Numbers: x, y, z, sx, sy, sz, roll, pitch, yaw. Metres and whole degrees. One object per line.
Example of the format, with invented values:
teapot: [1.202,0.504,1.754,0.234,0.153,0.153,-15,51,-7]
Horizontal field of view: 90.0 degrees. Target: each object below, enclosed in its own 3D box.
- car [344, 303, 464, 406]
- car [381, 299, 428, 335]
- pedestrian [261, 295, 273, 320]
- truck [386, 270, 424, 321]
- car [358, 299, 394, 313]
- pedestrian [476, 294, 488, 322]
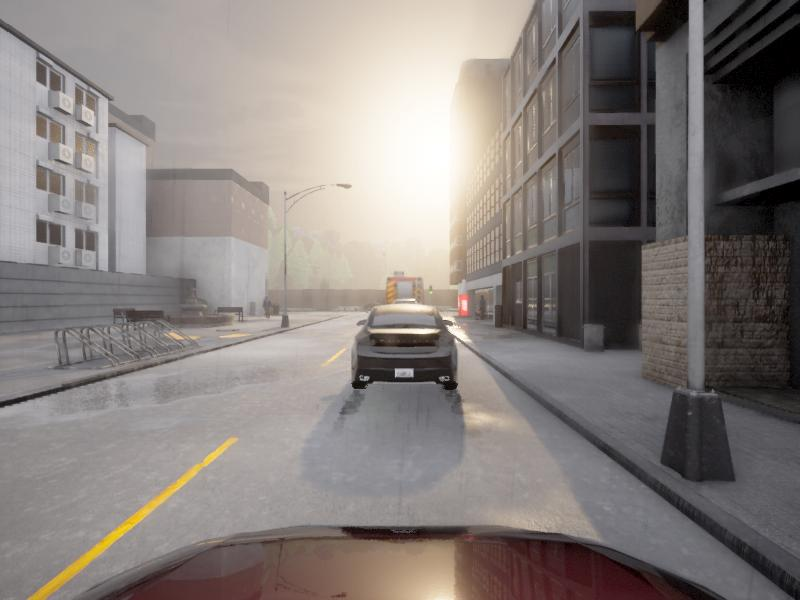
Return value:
car: [0.098,0.847,8.574,1.837,1.490,4.892,0,1,1]
car: [0.250,0.780,20.887,2.152,1.651,5.027,0,0,1]
pedestrian: [-9.850,0.547,29.710,0.751,1.860,0.751,0,0,-10]
truck: [0.423,-0.321,34.310,2.891,3.827,8.468,0,0,1]
car: [-3.011,0.778,49.798,2.033,1.649,4.856,1,-1,-38]
pedestrian: [5.540,0.533,27.036,0.751,1.860,0.751,0,0,8]
